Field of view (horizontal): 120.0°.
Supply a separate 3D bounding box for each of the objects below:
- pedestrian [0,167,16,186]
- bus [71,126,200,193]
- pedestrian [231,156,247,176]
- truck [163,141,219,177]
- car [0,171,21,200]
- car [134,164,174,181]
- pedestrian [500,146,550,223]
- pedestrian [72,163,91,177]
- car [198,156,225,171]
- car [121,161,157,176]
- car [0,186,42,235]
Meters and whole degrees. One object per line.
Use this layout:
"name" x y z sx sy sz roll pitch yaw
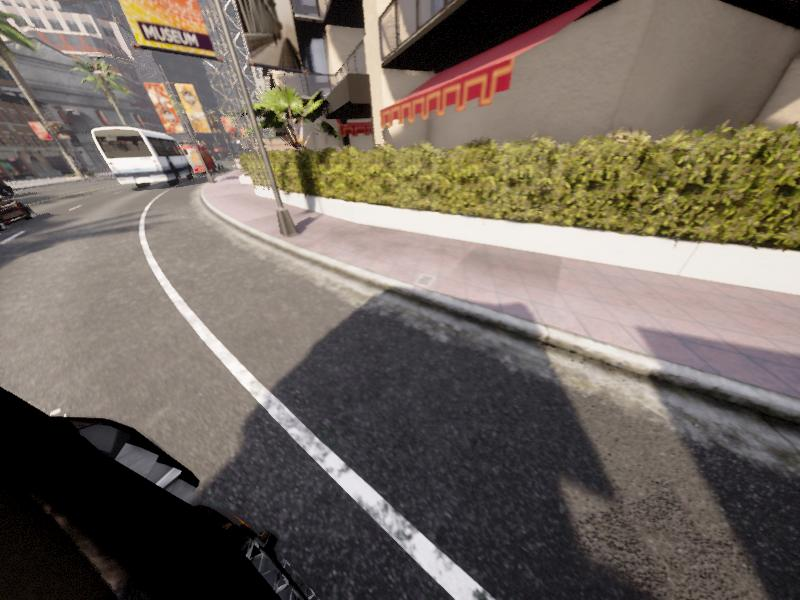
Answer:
"pedestrian" -47.116 -14.589 27.301 0.751 1.860 0.751 -13 35 -15
"bus" -23.503 -13.386 21.924 3.944 4.253 10.273 -18 36 -21
"pedestrian" -18.034 -15.069 25.893 0.751 1.860 0.751 -16 36 -19
"truck" -29.417 -20.301 33.132 2.891 3.827 8.468 -16 36 -19
"car" -31.344 -8.080 16.653 1.932 1.855 4.605 -18 38 -21
"car" -30.426 -15.912 28.732 1.970 1.475 3.806 -16 36 -19
"pedestrian" 3.556 -3.294 6.646 0.751 1.860 0.751 19 39 29
"pedestrian" -50.933 -20.833 36.963 0.751 1.860 0.751 -12 35 -14
"car" -33.385 -24.342 41.102 2.150 2.045 5.566 -16 36 -19
"car" -43.325 -21.981 38.509 2.097 1.767 4.553 -16 36 -19
"car" -17.225 -3.499 9.212 1.994 1.385 4.181 -27 40 -31
